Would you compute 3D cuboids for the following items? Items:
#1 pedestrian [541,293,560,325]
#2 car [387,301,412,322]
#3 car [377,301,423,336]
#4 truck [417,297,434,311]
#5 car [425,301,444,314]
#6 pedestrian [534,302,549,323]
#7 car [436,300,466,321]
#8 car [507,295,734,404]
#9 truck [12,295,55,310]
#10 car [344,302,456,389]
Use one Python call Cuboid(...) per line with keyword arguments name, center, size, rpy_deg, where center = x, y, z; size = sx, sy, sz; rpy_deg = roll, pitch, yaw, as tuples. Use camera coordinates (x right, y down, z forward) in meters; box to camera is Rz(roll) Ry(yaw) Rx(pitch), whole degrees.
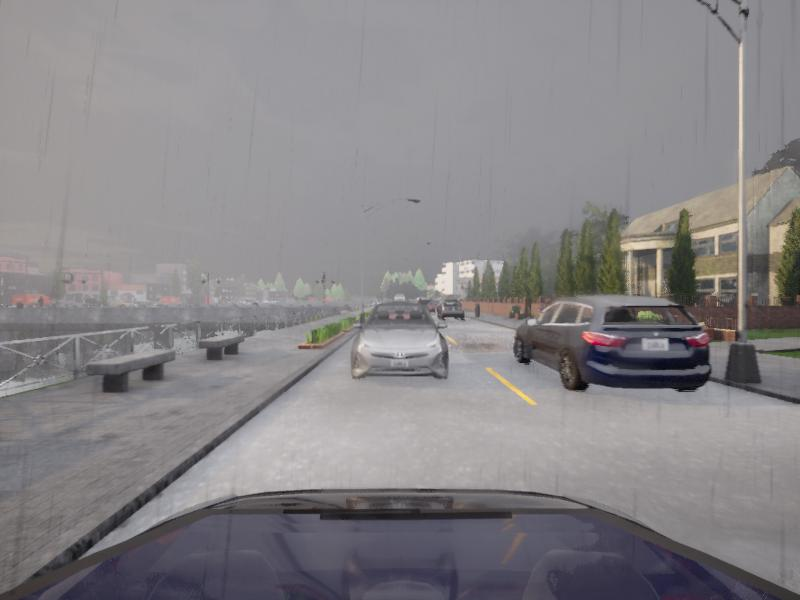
Cuboid(name="pedestrian", center=(8.801, 0.534, 23.402), size=(0.751, 1.860, 0.751), rpy_deg=(0, 0, -4))
Cuboid(name="car", center=(-0.013, 0.855, 30.989), size=(1.816, 1.474, 4.193), rpy_deg=(0, 0, 0))
Cuboid(name="car", center=(-0.008, 0.827, 19.934), size=(2.007, 1.525, 4.514), rpy_deg=(0, 0, 0))
Cuboid(name="truck", center=(3.973, 0.545, 63.668), size=(2.390, 2.098, 6.274), rpy_deg=(0, 0, 0))
Cuboid(name="car", center=(3.978, 0.856, 46.387), size=(1.816, 1.474, 4.193), rpy_deg=(0, 0, 0))
Cuboid(name="pedestrian", center=(9.293, 0.814, 26.272), size=(0.751, 1.300, 0.751), rpy_deg=(0, 0, 1))
Cuboid(name="car", center=(3.988, 0.789, 31.857), size=(1.851, 1.617, 3.988), rpy_deg=(0, 0, 0))
Cuboid(name="car", center=(3.994, 0.756, 8.424), size=(2.242, 1.667, 4.611), rpy_deg=(0, 0, 0))
Cuboid(name="truck", center=(-61.717, 0.357, 67.510), size=(2.627, 2.467, 5.204), rpy_deg=(0, 0, 0))
Cuboid(name="car", center=(-0.004, 0.828, 9.408), size=(2.007, 1.525, 4.514), rpy_deg=(0, 0, 0))
